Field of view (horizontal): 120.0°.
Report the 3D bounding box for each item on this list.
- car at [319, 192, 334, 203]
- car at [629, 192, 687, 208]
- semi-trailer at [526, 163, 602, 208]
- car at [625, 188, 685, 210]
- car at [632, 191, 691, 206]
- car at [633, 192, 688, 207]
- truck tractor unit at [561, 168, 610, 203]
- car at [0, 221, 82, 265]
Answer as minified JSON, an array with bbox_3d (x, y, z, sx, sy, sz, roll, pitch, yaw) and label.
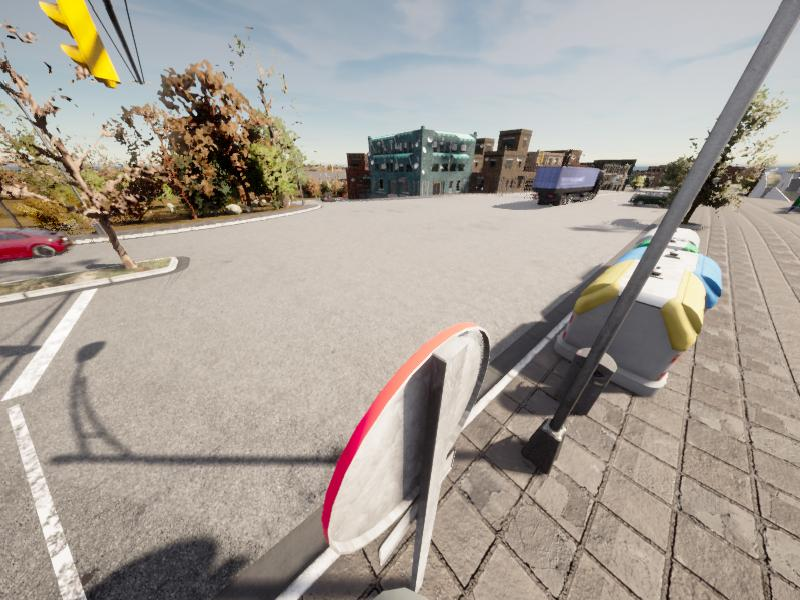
[{"bbox_3d":[-15.879,-22.171,49.983,1.905,1.878,3.866,-17,28,-27],"label":"car"},{"bbox_3d":[34.472,-13.468,31.109,4.674,1.452,2.002,17,32,25],"label":"car"},{"bbox_3d":[21.626,-14.923,29.978,14.254,4.402,2.717,-21,36,-35],"label":"semi-trailer"},{"bbox_3d":[32.099,-12.864,29.311,4.442,1.987,1.878,17,33,25],"label":"car"},{"bbox_3d":[38.872,-15.281,34.580,5.366,1.575,1.946,17,33,25],"label":"car"},{"bbox_3d":[36.754,-14.328,32.812,4.674,1.452,2.002,17,33,25],"label":"car"},{"bbox_3d":[27.702,-17.161,34.557,6.516,4.208,3.053,-21,36,-35],"label":"truck tractor unit"},{"bbox_3d":[-19.076,-2.611,10.971,4.181,1.385,1.994,-22,37,-34],"label":"car"}]
